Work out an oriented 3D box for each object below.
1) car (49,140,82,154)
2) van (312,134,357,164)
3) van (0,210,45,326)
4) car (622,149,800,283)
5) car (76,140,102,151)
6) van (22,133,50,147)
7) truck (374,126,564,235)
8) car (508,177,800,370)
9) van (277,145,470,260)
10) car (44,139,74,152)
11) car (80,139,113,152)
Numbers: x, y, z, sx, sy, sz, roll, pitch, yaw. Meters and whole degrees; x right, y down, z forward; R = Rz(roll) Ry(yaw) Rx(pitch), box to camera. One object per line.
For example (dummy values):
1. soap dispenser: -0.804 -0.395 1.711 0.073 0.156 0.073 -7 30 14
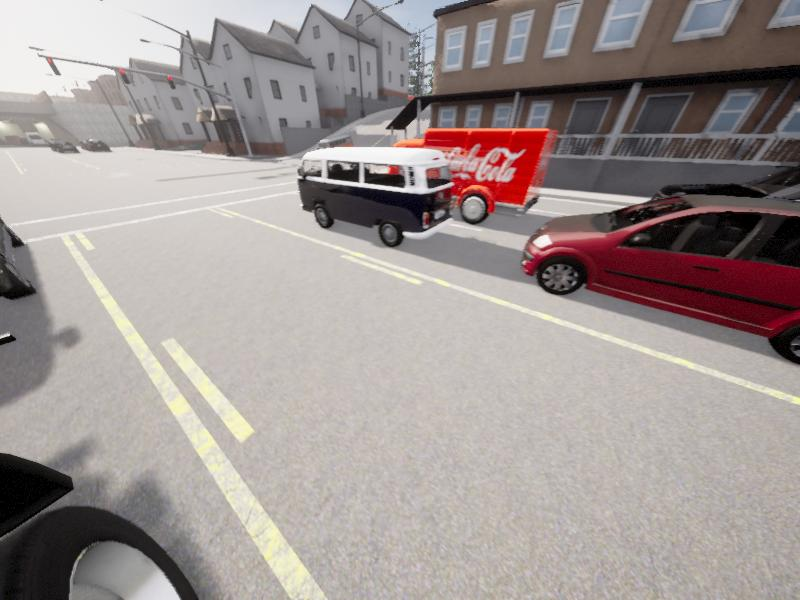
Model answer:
1. car: -50.364 -23.056 34.761 4.514 1.525 2.007 22 41 28
2. van: -7.177 -16.927 25.791 1.775 1.987 4.442 21 49 27
3. van: -8.516 -1.381 3.577 5.915 2.561 1.988 22 41 28
4. car: 8.485 -1.599 4.477 5.566 2.045 2.150 22 41 28
5. car: -55.911 -27.827 41.538 4.674 1.442 1.812 22 41 28
6. van: -81.907 -36.018 51.905 5.915 2.561 1.988 21 40 27
7. truck: 1.994 -4.362 7.963 5.204 2.467 2.627 23 41 29
8. car: 4.210 -0.721 3.572 3.988 1.617 1.851 22 41 28
9. van: -0.813 -2.957 6.316 4.480 2.038 2.069 22 41 28
10. car: -56.365 -25.566 38.160 5.238 1.638 1.930 22 41 28
11. car: -49.647 -25.287 37.803 4.611 1.667 2.242 22 41 28
